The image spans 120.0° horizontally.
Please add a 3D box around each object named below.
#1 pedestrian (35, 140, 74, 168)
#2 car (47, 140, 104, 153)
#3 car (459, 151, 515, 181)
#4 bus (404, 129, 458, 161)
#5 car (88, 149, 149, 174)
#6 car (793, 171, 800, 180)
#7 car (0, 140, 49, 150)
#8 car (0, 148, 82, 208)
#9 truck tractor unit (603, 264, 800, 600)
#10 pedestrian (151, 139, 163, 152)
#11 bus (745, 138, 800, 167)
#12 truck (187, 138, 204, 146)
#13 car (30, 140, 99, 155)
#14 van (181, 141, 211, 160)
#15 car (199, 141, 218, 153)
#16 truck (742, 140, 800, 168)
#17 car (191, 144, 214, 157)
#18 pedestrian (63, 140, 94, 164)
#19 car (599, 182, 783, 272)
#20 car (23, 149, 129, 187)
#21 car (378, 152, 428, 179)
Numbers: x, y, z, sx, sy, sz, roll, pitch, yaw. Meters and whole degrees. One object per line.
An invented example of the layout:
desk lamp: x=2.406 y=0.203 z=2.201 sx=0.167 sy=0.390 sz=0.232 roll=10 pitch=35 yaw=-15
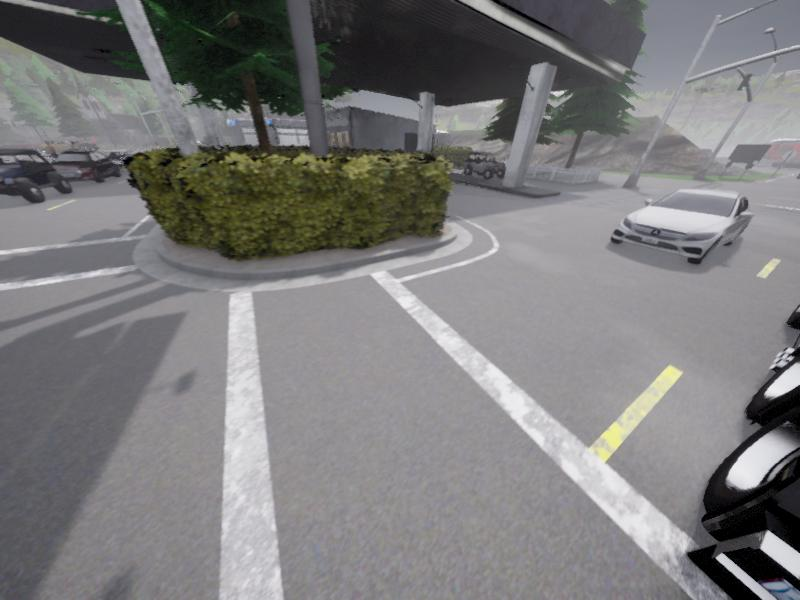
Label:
pedestrian: x=-27.647 y=-11.688 z=18.530 sx=0.751 sy=1.860 sz=0.751 roll=-18 pitch=39 yaw=-26
car: x=-49.509 y=-23.478 z=35.400 sx=4.514 sy=1.523 sz=2.007 roll=-17 pitch=39 yaw=-25
car: x=7.219 y=-11.448 z=19.590 sx=1.905 sy=1.878 sz=3.866 roll=-17 pitch=39 yaw=-25
bus: x=4.976 y=-27.538 z=40.891 sx=3.944 sy=4.253 sz=10.273 roll=-17 pitch=39 yaw=-25
car: x=-23.014 y=-11.546 z=19.123 sx=1.970 sy=1.475 sz=3.806 roll=-17 pitch=38 yaw=-25
car: x=39.823 y=-12.233 z=21.733 sx=4.974 sy=1.542 sz=2.038 roll=-17 pitch=39 yaw=-25
car: x=-69.455 y=-28.584 z=42.521 sx=4.792 sy=1.488 sz=2.163 roll=-18 pitch=39 yaw=-25
car: x=-16.674 y=-5.354 z=9.918 sx=1.905 sy=1.878 sz=3.866 roll=-17 pitch=38 yaw=-25
truck tractor unit: x=5.122 y=-0.285 z=0.807 sx=6.516 sy=4.208 sz=3.053 roll=-18 pitch=38 yaw=-25
pedestrian: x=-43.809 y=-27.912 z=41.703 sx=0.751 sy=1.860 sz=0.751 roll=-17 pitch=39 yaw=-25
bus: x=74.486 y=-27.470 z=43.008 sx=3.944 sy=4.253 sz=10.273 roll=-17 pitch=38 yaw=-25
truck: x=-69.250 y=-53.463 z=78.294 sx=6.274 sy=2.098 sz=2.390 roll=26 pitch=42 yaw=32
car: x=-47.892 y=-21.942 z=33.193 sx=5.027 sy=1.636 sz=2.152 roll=-17 pitch=39 yaw=-25
van: x=-27.833 y=-20.613 z=31.708 sx=2.069 sy=2.038 sz=4.480 roll=-17 pitch=39 yaw=-25
car: x=-36.212 y=-28.970 z=43.769 sx=1.905 sy=1.878 sz=3.866 roll=-17 pitch=38 yaw=-25
truck: x=68.414 y=-25.555 z=40.400 sx=2.891 sy=3.827 sz=8.468 roll=-17 pitch=38 yaw=-25
car: x=-31.260 y=-23.838 z=36.763 sx=2.007 sy=1.525 sz=4.514 roll=-17 pitch=39 yaw=-25
pedestrian: x=-29.650 y=-13.643 z=21.321 sx=0.751 sy=1.860 sz=0.751 roll=-18 pitch=39 yaw=-25
car: x=8.090 y=-2.282 z=6.442 sx=4.674 sy=1.442 sz=1.812 roll=-17 pitch=37 yaw=-25
car: x=-19.875 y=-8.460 z=14.583 sx=2.033 sy=1.649 sz=4.856 roll=-17 pitch=38 yaw=-25
car: x=0.144 y=-11.932 z=20.369 sx=2.242 sy=1.667 sz=4.611 roll=-17 pitch=39 yaw=-25
